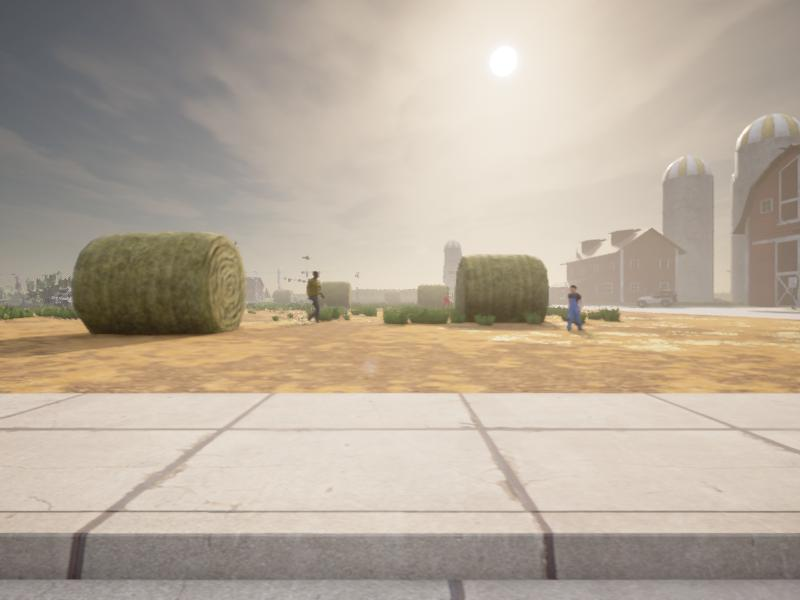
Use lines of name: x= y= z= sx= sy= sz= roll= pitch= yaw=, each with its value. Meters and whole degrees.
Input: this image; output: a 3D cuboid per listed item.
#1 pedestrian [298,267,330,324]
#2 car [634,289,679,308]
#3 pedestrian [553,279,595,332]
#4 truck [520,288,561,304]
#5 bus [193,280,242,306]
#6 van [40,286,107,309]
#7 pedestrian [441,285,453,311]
pedestrian: x=-2.910 y=-0.144 z=13.530 sx=0.751 sy=1.860 sz=0.751 roll=0 pitch=0 yaw=26
car: x=28.709 y=-0.131 z=44.807 sx=1.905 sy=1.878 sz=3.866 roll=-8 pitch=4 yaw=-43
pedestrian: x=4.501 y=0.140 z=10.336 sx=0.751 sy=1.300 sz=0.751 roll=0 pitch=0 yaw=-44
truck: x=32.431 y=-0.916 z=92.537 sx=8.468 sy=3.827 sz=2.891 roll=0 pitch=0 yaw=0
bus: x=-32.840 y=-1.183 z=72.664 sx=3.944 sy=4.253 sz=10.273 roll=0 pitch=0 yaw=3
van: x=-37.493 y=-0.267 z=46.241 sx=2.351 sy=2.431 sz=6.366 roll=0 pitch=0 yaw=3
pedestrian: x=3.305 y=-0.143 z=28.294 sx=0.751 sy=1.860 sz=0.751 roll=0 pitch=0 yaw=-2
